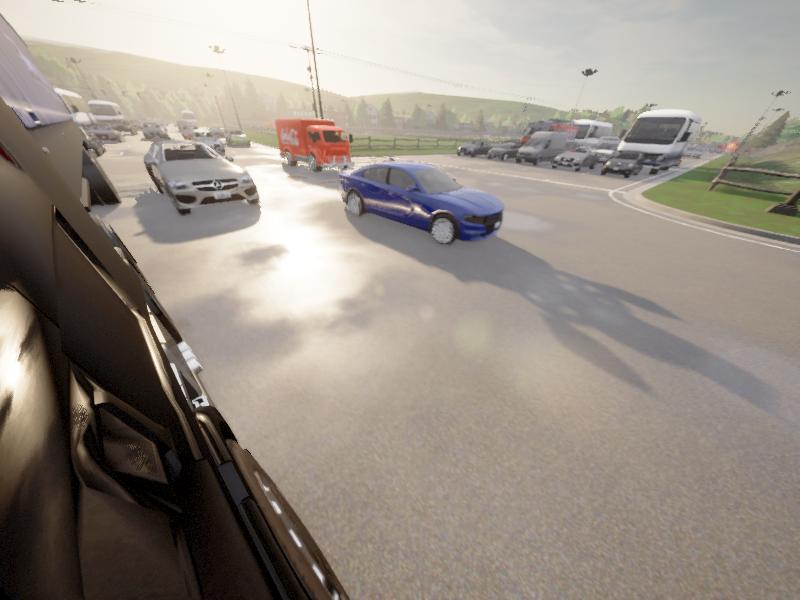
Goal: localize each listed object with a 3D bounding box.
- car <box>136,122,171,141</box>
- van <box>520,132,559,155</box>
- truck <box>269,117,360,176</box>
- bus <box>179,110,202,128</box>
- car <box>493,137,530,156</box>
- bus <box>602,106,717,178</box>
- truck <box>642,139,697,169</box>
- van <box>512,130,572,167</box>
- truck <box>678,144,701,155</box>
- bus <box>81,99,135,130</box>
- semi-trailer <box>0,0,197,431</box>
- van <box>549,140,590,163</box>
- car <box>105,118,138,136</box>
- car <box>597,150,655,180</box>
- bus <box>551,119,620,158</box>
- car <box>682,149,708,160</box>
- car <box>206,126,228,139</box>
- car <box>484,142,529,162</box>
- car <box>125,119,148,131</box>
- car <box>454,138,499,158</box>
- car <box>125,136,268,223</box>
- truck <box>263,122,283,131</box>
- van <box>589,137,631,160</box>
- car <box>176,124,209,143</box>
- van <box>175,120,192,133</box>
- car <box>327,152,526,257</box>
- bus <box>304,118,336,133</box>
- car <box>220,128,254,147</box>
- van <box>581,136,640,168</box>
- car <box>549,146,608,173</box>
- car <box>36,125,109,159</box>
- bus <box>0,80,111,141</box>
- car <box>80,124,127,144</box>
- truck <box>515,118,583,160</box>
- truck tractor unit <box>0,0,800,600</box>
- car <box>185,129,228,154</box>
[{"bbox_3d":[-29.714,-20.444,27.983,2.242,1.667,4.611,-23,44,-31],"label":"car"},{"bbox_3d":[20.438,-22.806,33.794,5.915,2.561,1.988,-24,44,-32],"label":"van"},{"bbox_3d":[-5.171,-9.376,13.959,5.204,2.467,2.627,32,46,33],"label":"truck"},{"bbox_3d":[-69.171,-59.590,76.179,3.944,4.253,10.273,-23,44,-31],"label":"bus"},{"bbox_3d":[14.438,-19.874,29.980,4.605,1.855,1.932,-24,44,-31],"label":"car"},{"bbox_3d":[22.924,-13.829,20.363,10.273,4.253,3.944,-24,44,-31],"label":"bus"},{"bbox_3d":[30.327,-16.524,26.001,5.204,2.467,2.627,-25,44,-32],"label":"truck"},{"bbox_3d":[13.501,-14.387,21.933,5.915,2.561,1.988,-24,44,-31],"label":"van"},{"bbox_3d":[72.544,-37.817,57.953,6.274,2.098,2.390,-24,44,-31],"label":"truck"},{"bbox_3d":[-56.554,-36.130,45.257,3.944,4.253,10.273,-23,44,-31],"label":"bus"},{"bbox_3d":[-8.502,-3.716,4.432,14.254,4.402,2.717,30,45,32],"label":"semi-trailer"},{"bbox_3d":[18.899,-16.570,25.713,4.442,1.987,1.775,-24,44,-31],"label":"van"},{"bbox_3d":[-37.937,-23.667,31.611,1.905,1.878,3.866,-23,44,-31],"label":"car"},{"bbox_3d":[16.911,-10.208,17.288,3.988,1.617,1.851,-24,44,-31],"label":"car"},{"bbox_3d":[27.554,-23.884,34.284,10.273,4.253,3.944,-24,44,-31],"label":"bus"},{"bbox_3d":[53.222,-26.296,41.624,4.902,1.511,2.128,-24,44,-31],"label":"car"},{"bbox_3d":[-28.782,-26.325,36.264,1.994,1.385,4.181,-23,44,-31],"label":"car"},{"bbox_3d":[11.271,-15.648,24.371,4.892,1.490,1.837,-24,44,-31],"label":"car"},{"bbox_3d":[-50.984,-33.923,44.813,2.242,1.667,4.611,-23,44,-31],"label":"car"},{"bbox_3d":[8.651,-17.216,26.171,4.611,1.667,2.242,-24,44,-32],"label":"car"},{"bbox_3d":[-6.768,-4.231,7.605,5.027,1.651,2.152,30,45,32],"label":"car"},{"bbox_3d":[-43.900,-59.928,79.814,5.204,2.467,2.627,-24,44,-31],"label":"truck"},{"bbox_3d":[30.082,-21.721,33.060,6.366,2.431,2.351,-24,44,-31],"label":"van"},{"bbox_3d":[-24.875,-19.989,27.690,2.242,1.667,4.611,-23,44,-31],"label":"car"},{"bbox_3d":[-44.191,-35.448,47.066,1.775,1.987,4.442,-23,44,-31],"label":"van"},{"bbox_3d":[0.363,-2.992,6.473,5.008,1.535,1.882,28,44,30],"label":"car"},{"bbox_3d":[-30.339,-66.507,88.129,10.273,4.253,3.944,-24,44,-31],"label":"bus"},{"bbox_3d":[-18.068,-17.946,25.499,2.007,1.525,4.514,-24,44,-31],"label":"car"},{"bbox_3d":[21.787,-15.364,23.902,6.366,2.431,2.351,-24,44,-31],"label":"van"},{"bbox_3d":[15.363,-12.187,19.851,5.027,1.651,2.152,-24,44,-31],"label":"car"},{"bbox_3d":[-20.696,-10.194,14.808,1.789,1.549,3.705,-26,45,-33],"label":"car"},{"bbox_3d":[-36.348,-20.140,24.955,3.944,4.253,10.273,-23,44,-31],"label":"bus"},{"bbox_3d":[-28.901,-16.306,22.691,1.994,1.385,4.181,-24,44,-31],"label":"car"},{"bbox_3d":[18.354,-19.719,28.391,8.468,3.827,2.891,-24,44,-31],"label":"truck"},{"bbox_3d":[-2.645,-0.295,0.352,6.516,4.208,3.053,28,44,30],"label":"truck tractor unit"},{"bbox_3d":[-16.269,-13.328,19.410,1.970,1.475,3.806,-25,45,-33],"label":"car"}]
